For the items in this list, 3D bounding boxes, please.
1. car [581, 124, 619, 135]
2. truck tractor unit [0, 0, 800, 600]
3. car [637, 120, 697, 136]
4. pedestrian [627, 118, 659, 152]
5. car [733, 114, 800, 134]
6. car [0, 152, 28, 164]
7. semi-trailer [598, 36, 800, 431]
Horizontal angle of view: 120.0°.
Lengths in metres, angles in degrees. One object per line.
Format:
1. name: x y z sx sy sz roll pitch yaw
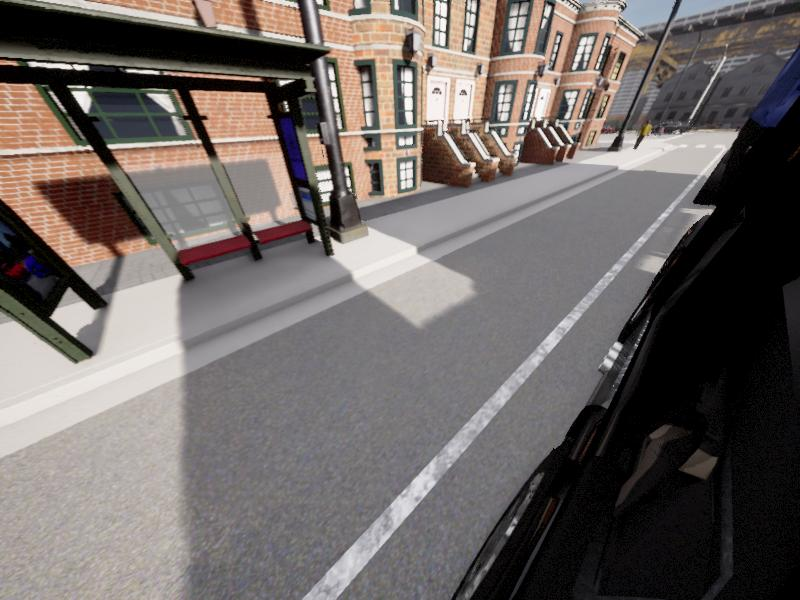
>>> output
1. car: 32.682 -27.936 37.842 1.994 1.385 4.181 -28 44 -30
2. truck tractor unit: 2.645 -0.295 0.352 6.516 4.208 3.053 -28 44 -30
3. car: 35.366 -22.847 30.764 1.837 1.490 4.892 -28 43 -30
4. pedestrian: 16.986 -11.545 16.183 0.751 1.860 0.751 -31 45 -33
5. car: 43.435 -20.609 27.125 2.242 1.667 4.611 -28 43 -30
6. car: -59.951 -20.964 34.299 4.718 1.301 1.895 -29 44 -31
7. semi-trailer: 8.661 -3.630 4.265 14.254 4.402 2.717 -29 44 -30
